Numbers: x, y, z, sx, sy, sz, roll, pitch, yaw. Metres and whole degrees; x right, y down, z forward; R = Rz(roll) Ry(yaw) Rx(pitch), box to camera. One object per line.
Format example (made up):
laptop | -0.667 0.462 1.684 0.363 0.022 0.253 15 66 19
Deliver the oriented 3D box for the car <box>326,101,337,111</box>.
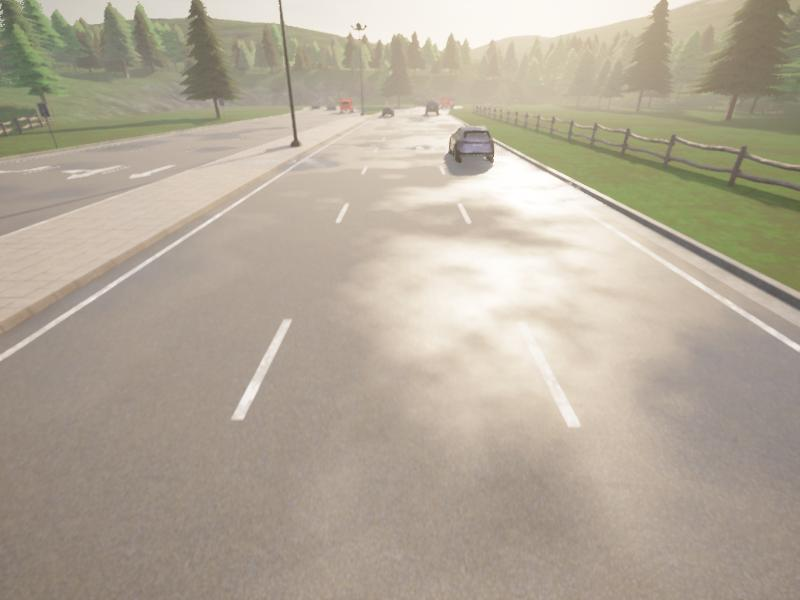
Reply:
car | -14.854 -42.166 86.963 2.097 1.767 4.553 -3 27 -5

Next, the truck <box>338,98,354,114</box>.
truck | -9.975 -36.086 74.314 2.627 2.467 5.204 -2 27 -4

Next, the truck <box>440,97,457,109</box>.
truck | 11.667 -47.133 95.575 2.627 2.467 5.204 11 29 21

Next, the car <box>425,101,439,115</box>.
car | 5.349 -32.032 66.716 2.150 2.045 5.566 1 27 3

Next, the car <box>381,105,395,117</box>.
car | -1.796 -29.918 63.269 1.837 1.490 4.892 1 27 3

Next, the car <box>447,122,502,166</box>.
car | 3.714 -8.286 20.944 2.033 1.649 4.856 0 27 1
